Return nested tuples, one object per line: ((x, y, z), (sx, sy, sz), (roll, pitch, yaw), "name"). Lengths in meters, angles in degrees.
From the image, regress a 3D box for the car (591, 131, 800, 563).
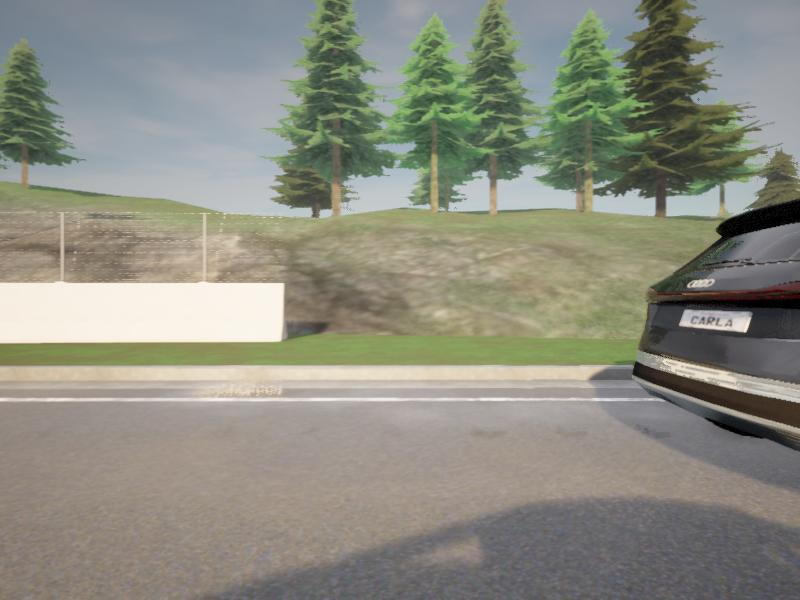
((3.957, 0.175, 2.181), (4.856, 1.649, 2.033), (0, 0, 0), "car")
